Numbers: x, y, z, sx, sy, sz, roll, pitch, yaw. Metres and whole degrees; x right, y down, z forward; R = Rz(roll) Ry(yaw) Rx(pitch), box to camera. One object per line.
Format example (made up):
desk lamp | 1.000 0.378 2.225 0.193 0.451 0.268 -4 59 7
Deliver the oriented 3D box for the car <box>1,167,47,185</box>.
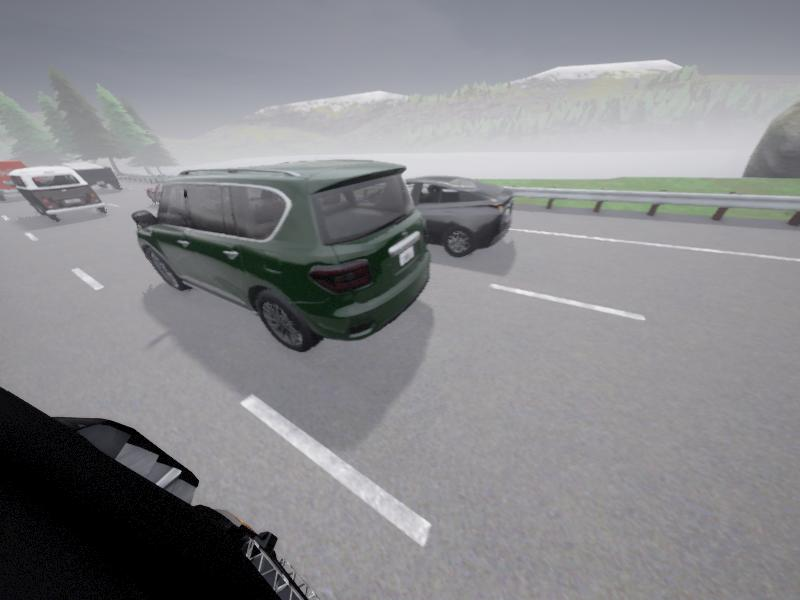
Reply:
car | -50.379 -16.738 30.979 4.605 1.855 1.932 14 37 23

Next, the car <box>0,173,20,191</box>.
car | -41.970 -12.221 23.969 4.193 1.474 1.816 16 38 25

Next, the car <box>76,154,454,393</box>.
car | -2.243 -1.087 3.853 5.566 2.045 2.150 16 38 26

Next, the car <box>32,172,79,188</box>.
car | -37.664 -13.187 25.241 4.718 1.301 1.895 16 38 26

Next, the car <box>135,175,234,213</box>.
car | -11.109 -5.574 11.886 4.718 1.301 1.895 16 38 26

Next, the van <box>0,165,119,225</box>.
van | -16.034 -5.038 10.794 4.480 2.038 2.069 16 38 26

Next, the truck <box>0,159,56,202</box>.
truck | -30.168 -9.268 17.784 5.204 2.467 2.627 16 38 26

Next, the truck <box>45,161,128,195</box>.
truck | -26.034 -10.185 19.165 6.274 2.098 2.390 16 38 26

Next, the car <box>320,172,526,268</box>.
car | 0.474 -2.346 5.988 4.514 1.525 2.007 16 38 26
